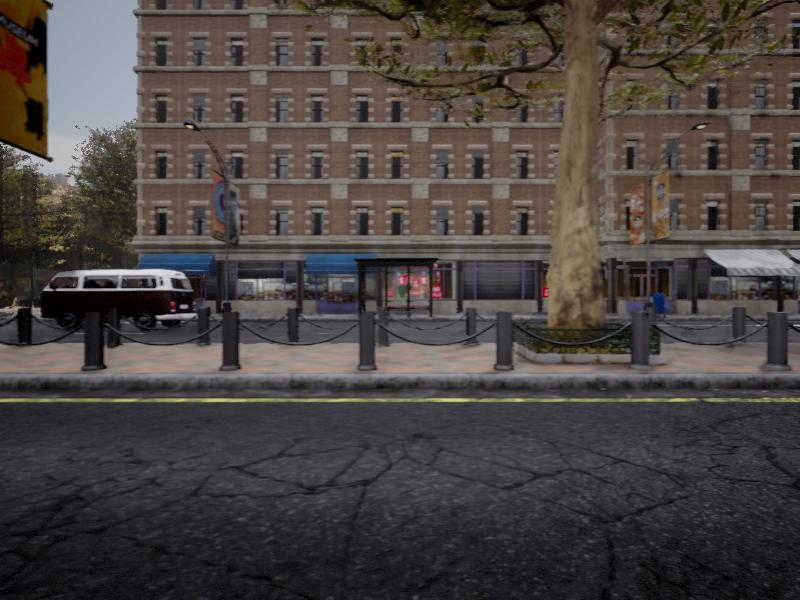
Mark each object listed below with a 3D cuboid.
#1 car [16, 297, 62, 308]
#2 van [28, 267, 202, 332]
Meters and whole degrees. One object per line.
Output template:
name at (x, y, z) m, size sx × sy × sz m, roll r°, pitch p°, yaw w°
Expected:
car at (-46.568, 0.349, 51.694) m, size 4.181 × 1.385 × 1.994 m, roll 0°, pitch 0°, yaw 1°
van at (-9.536, -0.020, 13.709) m, size 4.480 × 2.038 × 2.069 m, roll 0°, pitch 0°, yaw 0°
